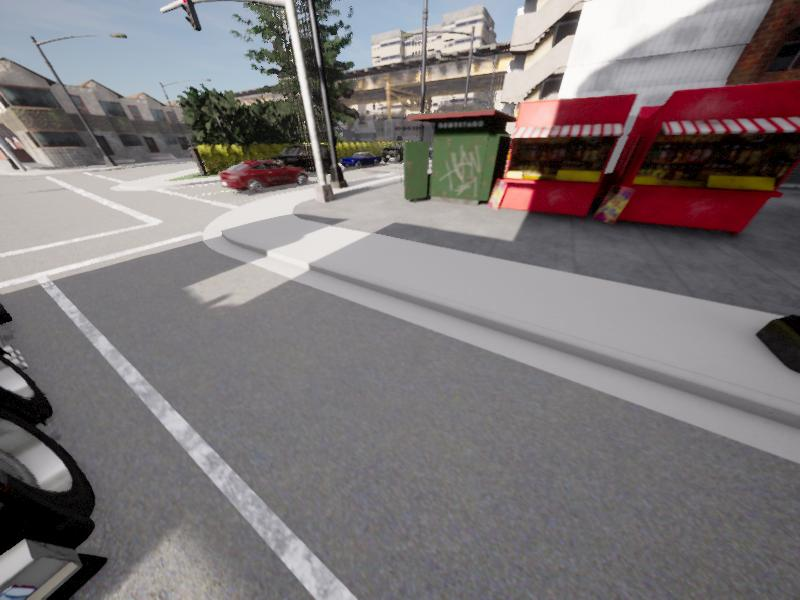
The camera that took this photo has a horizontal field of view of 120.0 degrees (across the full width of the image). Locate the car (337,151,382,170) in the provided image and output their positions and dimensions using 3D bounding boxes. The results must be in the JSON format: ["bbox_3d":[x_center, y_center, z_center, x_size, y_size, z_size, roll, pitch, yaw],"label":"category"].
[{"bbox_3d":[-3.912,-14.117,23.285,1.895,1.301,4.718,18,39,25],"label":"car"}]

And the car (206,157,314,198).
[{"bbox_3d":[-7.427,-6.966,12.854,1.812,1.442,4.674,19,39,27],"label":"car"}]

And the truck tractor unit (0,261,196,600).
[{"bbox_3d":[-5.107,-0.304,0.788,6.516,4.208,3.053,18,39,24],"label":"truck tractor unit"}]

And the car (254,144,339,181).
[{"bbox_3d":[-7.640,-10.801,17.899,2.150,2.045,5.566,18,39,25],"label":"car"}]
